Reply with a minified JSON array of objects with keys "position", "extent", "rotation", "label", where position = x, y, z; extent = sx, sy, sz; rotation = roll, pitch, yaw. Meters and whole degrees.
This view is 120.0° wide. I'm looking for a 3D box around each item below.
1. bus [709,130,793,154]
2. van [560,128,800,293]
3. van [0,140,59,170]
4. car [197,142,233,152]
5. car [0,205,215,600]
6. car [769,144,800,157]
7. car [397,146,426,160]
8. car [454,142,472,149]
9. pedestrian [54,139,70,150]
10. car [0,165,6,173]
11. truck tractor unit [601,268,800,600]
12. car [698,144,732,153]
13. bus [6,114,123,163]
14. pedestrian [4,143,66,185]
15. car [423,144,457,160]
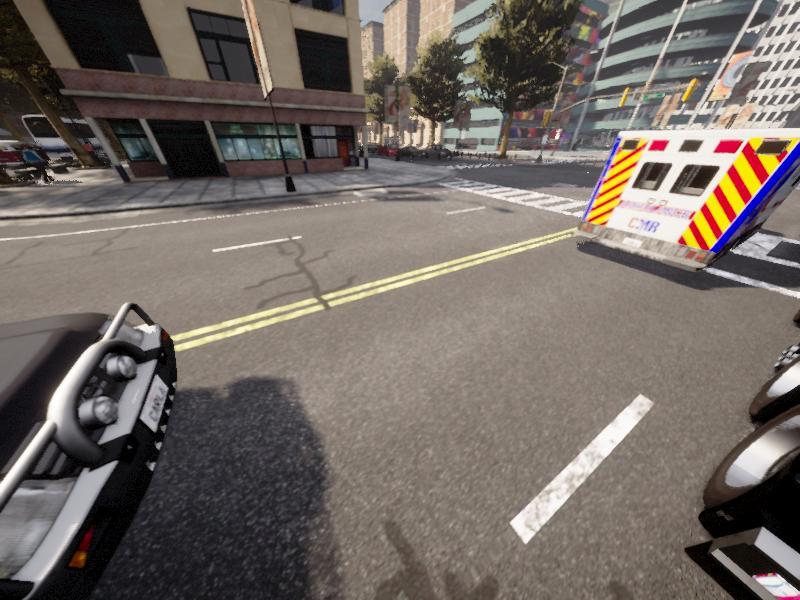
[{"position":[81.826,-37.340,54.508],"extent":[3.944,4.253,10.273],"rotation":[4,35,5],"label":"bus"},{"position":[7.448,-2.621,5.693],"extent":[6.366,2.431,2.351],"rotation":[-18,39,-24],"label":"van"},{"position":[-34.517,-13.202,20.913],"extent":[2.069,2.038,4.480],"rotation":[-18,39,-24],"label":"van"},{"position":[-37.328,-30.936,46.751],"extent":[5.366,1.575,1.801],"rotation":[-18,39,-25],"label":"car"},{"position":[-3.745,1.195,0.614],"extent":[4.605,1.855,1.932],"rotation":[-18,39,-24],"label":"car"},{"position":[72.634,-28.200,43.406],"extent":[1.905,1.878,3.866],"rotation":[22,41,28],"label":"car"},{"position":[1.496,-20.587,32.306],"extent":[1.812,1.442,4.674],"rotation":[-18,39,-24],"label":"car"},{"position":[17.806,-43.812,65.580],"extent":[2.161,1.482,4.786],"rotation":[-18,39,-24],"label":"car"},{"position":[-66.539,-30.587,45.473],"extent":[0.751,1.860,0.751],"rotation":[-13,37,-19],"label":"pedestrian"},{"position":[-30.677,-9.202,15.542],"extent":[1.930,1.638,5.238],"rotation":[-18,39,-24],"label":"car"},{"position":[5.115,-0.297,0.770],"extent":[6.516,4.208,3.053],"rotation":[-18,39,-24],"label":"truck tractor unit"},{"position":[74.712,-35.972,54.867],"extent":[1.801,1.575,5.366],"rotation":[8,36,11],"label":"car"},{"position":[-40.807,-20.274,29.087],"extent":[3.944,4.253,10.273],"rotation":[-18,39,-24],"label":"bus"},{"position":[-19.529,-7.323,12.428],"extent":[0.751,1.860,0.751],"rotation":[-14,37,-20],"label":"pedestrian"},{"position":[5.428,-20.716,32.323],"extent":[2.242,1.667,4.611],"rotation":[-18,39,-24],"label":"car"}]
